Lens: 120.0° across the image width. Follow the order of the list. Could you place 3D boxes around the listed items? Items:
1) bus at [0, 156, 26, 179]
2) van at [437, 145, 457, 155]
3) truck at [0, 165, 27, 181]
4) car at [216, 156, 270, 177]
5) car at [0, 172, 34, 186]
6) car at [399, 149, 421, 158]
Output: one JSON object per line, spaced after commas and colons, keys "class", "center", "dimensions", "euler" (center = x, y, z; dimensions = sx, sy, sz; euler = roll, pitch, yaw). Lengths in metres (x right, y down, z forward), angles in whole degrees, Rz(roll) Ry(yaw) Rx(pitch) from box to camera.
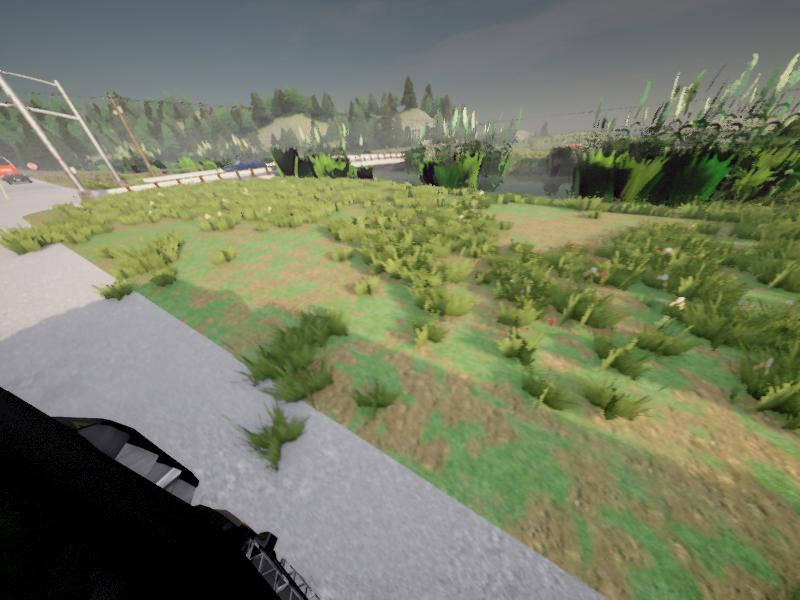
{"class": "bus", "center": [-92.502, -30.670, 53.592], "dimensions": [10.273, 4.253, 3.944], "euler": [18, 39, 28]}
{"class": "van", "center": [11.765, -37.330, 57.506], "dimensions": [4.442, 1.987, 1.775], "euler": [20, 40, 31]}
{"class": "truck", "center": [-76.540, -24.848, 45.172], "dimensions": [5.204, 2.467, 2.627], "euler": [18, 39, 28]}
{"class": "car", "center": [-18.060, -15.540, 26.803], "dimensions": [1.812, 1.442, 4.674], "euler": [20, 43, 31]}
{"class": "car", "center": [-59.061, -18.721, 35.581], "dimensions": [5.027, 1.651, 2.152], "euler": [18, 39, 28]}
{"class": "car", "center": [1.972, -27.516, 43.328], "dimensions": [1.994, 1.385, 4.181], "euler": [21, 39, 32]}
